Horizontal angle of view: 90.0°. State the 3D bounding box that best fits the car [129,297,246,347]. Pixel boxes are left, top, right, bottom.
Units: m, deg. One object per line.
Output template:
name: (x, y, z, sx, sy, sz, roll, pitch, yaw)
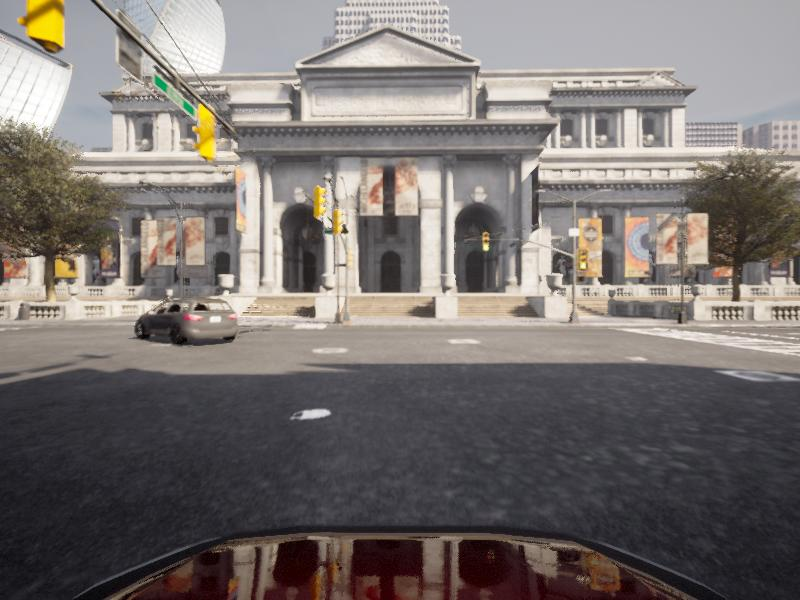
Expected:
car: (-8.427, 0.749, 15.751, 4.611, 1.667, 2.242, 0, 0, 36)
